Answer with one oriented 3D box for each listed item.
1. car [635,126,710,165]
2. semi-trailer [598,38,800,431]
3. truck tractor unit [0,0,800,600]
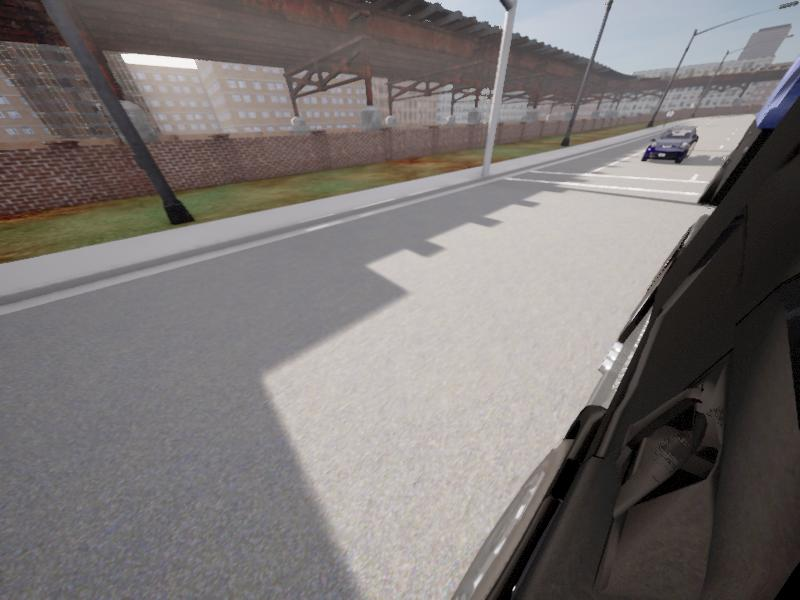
[{"bbox_3d":[15.388,-8.774,13.049,3.633,1.501,1.845,-28,44,-30],"label":"car"},{"bbox_3d":[8.701,-3.605,4.223,14.254,4.402,2.717,-28,44,-30],"label":"semi-trailer"},{"bbox_3d":[2.645,-0.295,0.351,6.516,4.208,3.053,-28,44,-30],"label":"truck tractor unit"}]
